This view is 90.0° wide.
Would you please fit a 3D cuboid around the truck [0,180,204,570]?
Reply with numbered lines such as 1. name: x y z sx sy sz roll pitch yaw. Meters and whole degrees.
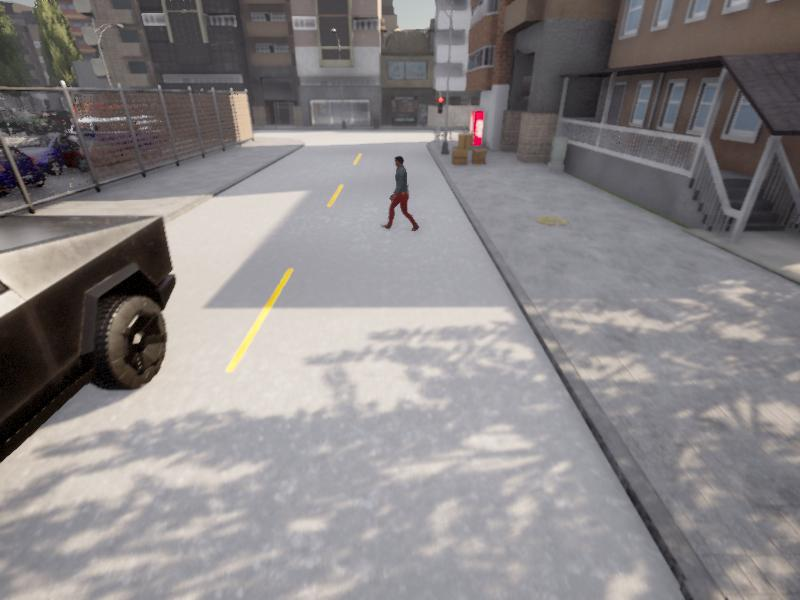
1. truck: -4.064 0.887 2.615 2.390 2.098 6.274 0 27 0

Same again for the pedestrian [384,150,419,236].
1. pedestrian: 0.025 -2.524 9.475 0.751 1.860 0.751 -1 27 -2

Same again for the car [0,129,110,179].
1. car: -14.794 -6.342 17.172 1.789 1.547 3.705 0 27 0
